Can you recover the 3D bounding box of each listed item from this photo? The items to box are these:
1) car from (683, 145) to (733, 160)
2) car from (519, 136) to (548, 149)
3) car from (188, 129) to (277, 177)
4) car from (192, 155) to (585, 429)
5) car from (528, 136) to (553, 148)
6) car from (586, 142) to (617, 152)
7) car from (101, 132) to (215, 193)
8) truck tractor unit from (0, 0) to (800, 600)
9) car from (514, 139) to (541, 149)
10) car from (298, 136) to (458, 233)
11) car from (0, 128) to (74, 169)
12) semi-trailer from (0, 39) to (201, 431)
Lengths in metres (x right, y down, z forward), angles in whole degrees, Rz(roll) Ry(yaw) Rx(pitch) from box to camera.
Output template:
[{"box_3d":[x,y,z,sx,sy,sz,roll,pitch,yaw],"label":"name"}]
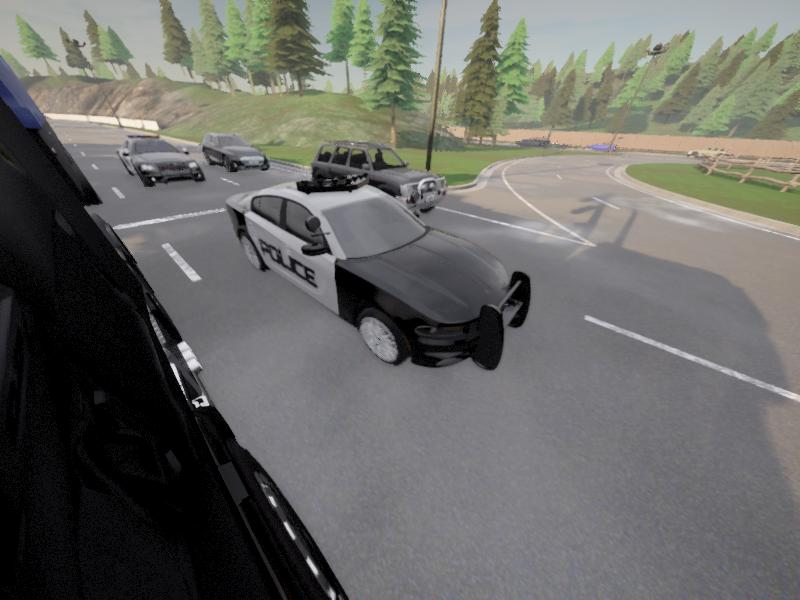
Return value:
[{"box_3d":[52.793,-25.428,39.752,4.605,1.855,1.932,28,43,30],"label":"car"},{"box_3d":[27.931,-33.144,48.466,4.605,1.855,1.932,28,44,29],"label":"car"},{"box_3d":[-9.223,-8.187,12.684,4.856,1.649,2.033,29,44,29],"label":"car"},{"box_3d":[-0.773,-0.963,3.539,5.238,1.638,1.930,28,43,30],"label":"car"},{"box_3d":[30.610,-34.454,50.387,3.866,1.878,1.905,28,43,30],"label":"car"},{"box_3d":[41.237,-31.369,47.316,4.514,1.525,2.007,28,43,30],"label":"car"},{"box_3d":[-10.143,-5.908,9.649,4.974,1.542,2.038,28,43,30],"label":"car"},{"box_3d":[-2.645,-0.295,0.351,6.516,4.208,3.053,28,44,30],"label":"truck tractor unit"},{"box_3d":[25.641,-31.471,46.488,4.181,1.385,1.994,27,43,29],"label":"car"},{"box_3d":[-0.882,-3.849,7.210,4.605,1.855,1.932,29,44,31],"label":"car"},{"box_3d":[-18.813,-7.850,11.818,4.181,1.385,1.994,29,44,31],"label":"car"},{"box_3d":[-8.702,-3.601,4.227,14.254,4.402,2.717,28,43,30],"label":"semi-trailer"}]
